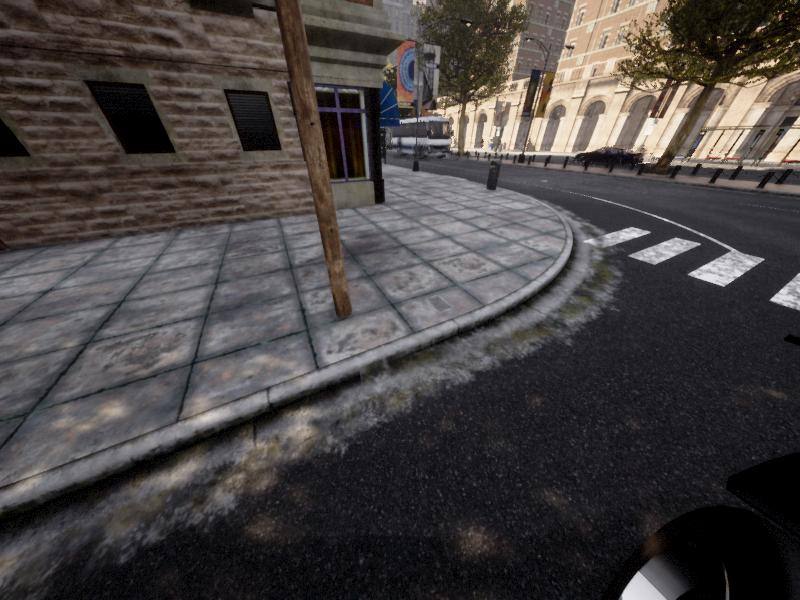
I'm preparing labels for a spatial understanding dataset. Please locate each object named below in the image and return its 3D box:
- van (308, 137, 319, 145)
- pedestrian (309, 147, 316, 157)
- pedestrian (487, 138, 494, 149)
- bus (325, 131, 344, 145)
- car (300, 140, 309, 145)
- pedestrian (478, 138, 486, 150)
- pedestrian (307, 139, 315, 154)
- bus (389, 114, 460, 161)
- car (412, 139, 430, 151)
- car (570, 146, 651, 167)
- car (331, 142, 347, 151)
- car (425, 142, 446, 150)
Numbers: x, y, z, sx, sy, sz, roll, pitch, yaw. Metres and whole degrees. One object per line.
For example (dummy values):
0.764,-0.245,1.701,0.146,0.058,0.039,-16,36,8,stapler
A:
-32.849,-60.251,87.544,2.351,2.431,6.366,-16,38,-21,van
-11.567,-19.607,30.560,0.500,1.100,0.500,-17,38,-22,pedestrian
18.619,-32.125,47.456,0.751,1.860,0.751,-16,38,-22,pedestrian
-25.274,-62.446,89.023,3.944,4.253,10.273,-16,38,-21,bus
-35.764,-58.676,86.226,2.033,1.411,5.357,-16,38,-21,car
16.041,-30.539,45.224,0.751,1.860,0.751,-6,36,-9,pedestrian
-13.814,-23.768,35.821,0.751,1.860,0.751,-18,39,-24,pedestrian
2.545,-20.779,29.696,3.944,4.253,10.273,-16,38,-21,bus
4.254,-32.466,48.319,1.905,1.878,3.866,-16,38,-21,car
20.108,-13.968,22.388,2.033,1.411,5.357,-20,40,-26,car
-13.059,-32.888,49.355,2.007,1.525,4.514,-16,38,-21,car
7.473,-32.716,49.160,1.895,1.301,4.718,-16,38,-22,car
